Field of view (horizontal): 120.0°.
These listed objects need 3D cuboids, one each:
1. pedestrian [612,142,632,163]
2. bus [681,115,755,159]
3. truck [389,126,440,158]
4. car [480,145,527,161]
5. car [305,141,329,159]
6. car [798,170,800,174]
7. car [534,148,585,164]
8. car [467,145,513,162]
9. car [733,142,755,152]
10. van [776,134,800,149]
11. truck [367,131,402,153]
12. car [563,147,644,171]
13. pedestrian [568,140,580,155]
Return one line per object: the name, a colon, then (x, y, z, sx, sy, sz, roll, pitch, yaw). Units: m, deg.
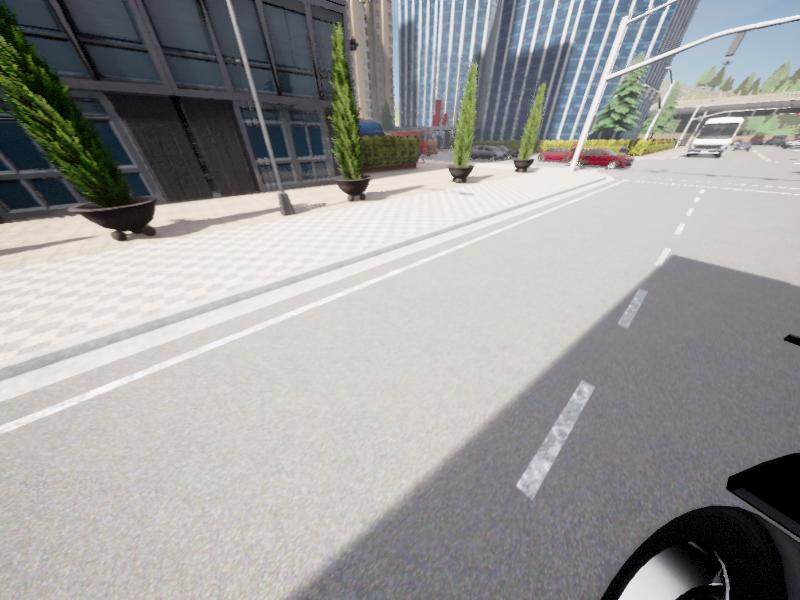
pedestrian: (23.479, -15.580, 24.460, 0.751, 1.860, 0.751, 13, 37, 19)
bus: (43.110, -22.069, 31.467, 10.273, 4.253, 3.944, -26, 42, -32)
truck: (2.037, -25.304, 37.157, 2.891, 3.827, 8.468, -26, 42, -32)
car: (13.736, -19.771, 30.899, 1.930, 1.638, 5.238, -26, 42, -32)
car: (-12.379, -22.685, 34.867, 2.390, 2.098, 6.274, -6, 35, -8)
car: (30.312, -9.119, 15.037, 1.905, 1.878, 3.866, -27, 42, -32)
car: (18.321, -16.730, 26.676, 1.994, 1.385, 4.181, -28, 43, -33)
car: (11.155, -18.415, 28.953, 2.242, 1.667, 4.611, -26, 42, -32)
car: (63.943, -28.574, 43.002, 4.674, 1.442, 1.812, -26, 42, -32)
van: (82.577, -32.108, 46.806, 5.915, 2.561, 1.988, 14, 37, 19)
truck: (-3.508, -35.051, 51.318, 2.891, 3.827, 8.468, -26, 42, -32)
car: (18.311, -12.997, 21.137, 1.882, 1.535, 5.008, -18, 38, -24)
pedestrian: (26.205, -22.951, 34.794, 0.751, 1.860, 0.751, -23, 41, -29)
